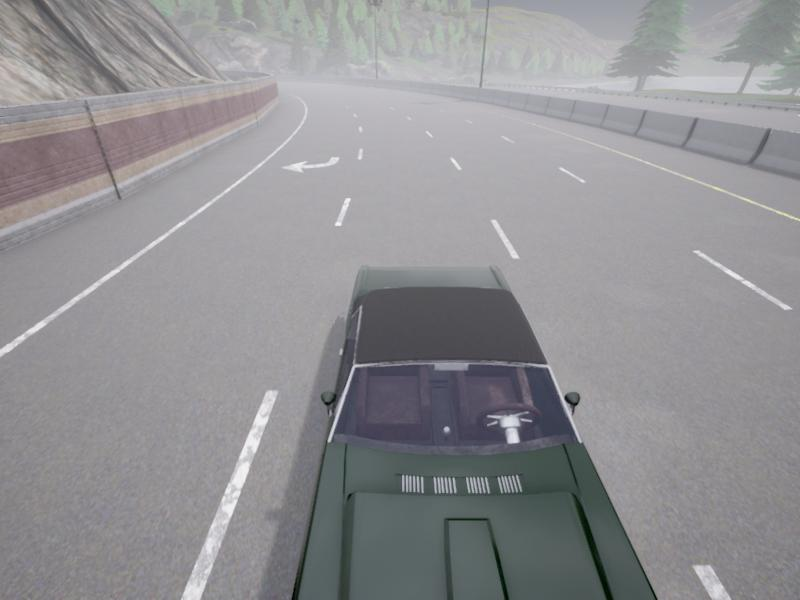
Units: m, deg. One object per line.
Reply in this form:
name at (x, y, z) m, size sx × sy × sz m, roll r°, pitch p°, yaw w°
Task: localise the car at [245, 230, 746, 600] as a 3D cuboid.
car at (0.366, 0.883, 3.236) m, size 1.895 × 1.301 × 4.718 m, roll 0°, pitch 30°, yaw 0°
